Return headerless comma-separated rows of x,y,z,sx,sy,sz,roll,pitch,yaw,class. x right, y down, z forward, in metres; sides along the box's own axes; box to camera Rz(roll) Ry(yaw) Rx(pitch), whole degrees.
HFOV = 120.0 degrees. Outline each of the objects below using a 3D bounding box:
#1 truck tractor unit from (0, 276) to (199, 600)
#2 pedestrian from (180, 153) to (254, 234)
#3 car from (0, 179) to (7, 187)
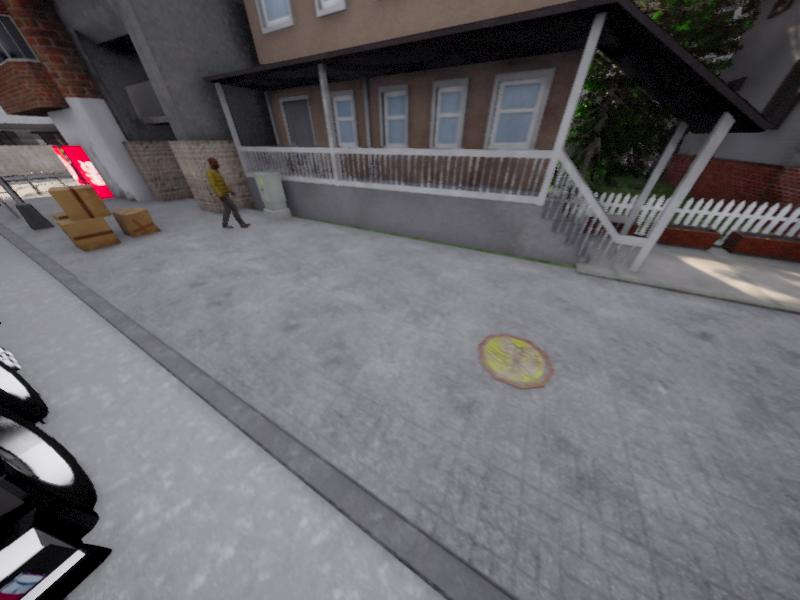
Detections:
-5.131,-0.279,0.751,6.516,4.208,3.053,17,39,23,truck tractor unit
-4.832,-2.870,6.290,0.751,1.860,0.751,-7,35,-9,pedestrian
-26.399,-6.697,12.541,2.163,1.488,4.792,17,39,23,car
